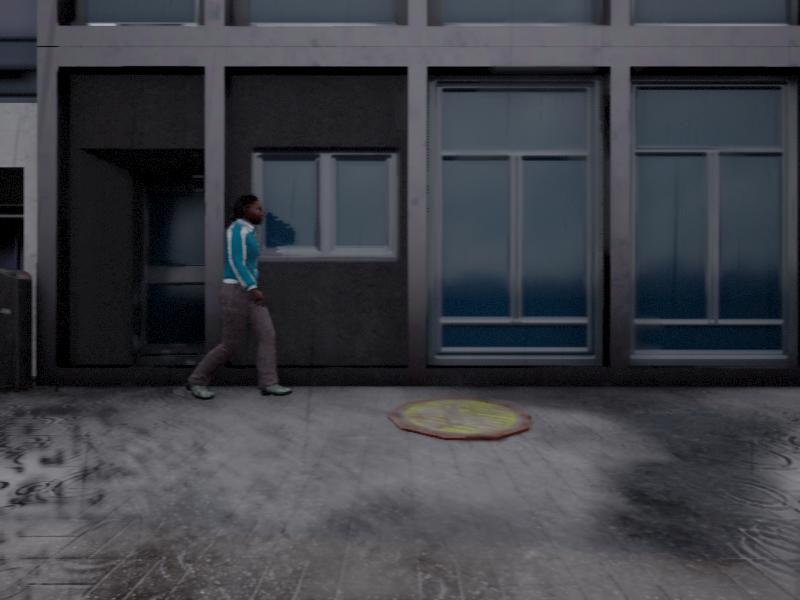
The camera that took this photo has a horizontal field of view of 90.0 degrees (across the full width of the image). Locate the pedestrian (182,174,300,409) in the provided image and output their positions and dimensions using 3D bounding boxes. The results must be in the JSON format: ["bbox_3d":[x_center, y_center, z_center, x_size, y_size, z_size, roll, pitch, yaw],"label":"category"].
[{"bbox_3d":[-1.352,-0.068,3.546,0.751,1.860,0.751,0,0,-1],"label":"pedestrian"}]
